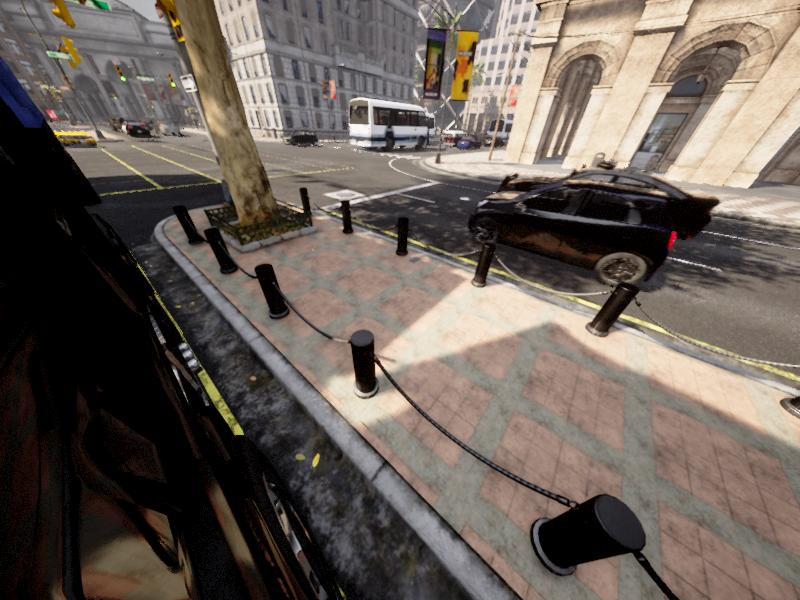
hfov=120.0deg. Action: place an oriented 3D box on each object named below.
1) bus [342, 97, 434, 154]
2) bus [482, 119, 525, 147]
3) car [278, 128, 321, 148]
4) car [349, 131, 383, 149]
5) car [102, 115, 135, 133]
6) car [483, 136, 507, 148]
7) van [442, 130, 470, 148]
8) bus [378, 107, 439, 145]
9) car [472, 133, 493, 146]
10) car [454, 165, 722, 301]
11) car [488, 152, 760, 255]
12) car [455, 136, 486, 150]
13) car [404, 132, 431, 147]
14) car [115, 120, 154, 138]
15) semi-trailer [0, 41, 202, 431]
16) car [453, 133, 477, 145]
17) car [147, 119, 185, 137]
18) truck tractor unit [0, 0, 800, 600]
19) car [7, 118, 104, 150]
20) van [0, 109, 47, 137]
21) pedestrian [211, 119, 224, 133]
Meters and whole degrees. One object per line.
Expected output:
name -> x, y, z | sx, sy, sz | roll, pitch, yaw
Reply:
bus -> -0.926, -19.344, 25.866 | 3.944, 4.253, 10.273 | 28, 44, 29
bus -> 21.696, -34.895, 48.129 | 3.944, 4.253, 10.273 | 28, 45, 30
car -> -10.937, -17.829, 25.422 | 1.789, 1.549, 3.705 | 28, 43, 29
car -> -4.013, -19.346, 27.904 | 1.789, 1.549, 3.705 | 28, 43, 29
car -> -39.961, -25.024, 32.816 | 4.605, 1.855, 1.932 | 27, 43, 30
car -> 16.123, -26.658, 39.020 | 2.007, 1.525, 4.514 | 28, 44, 30
van -> 8.699, -25.041, 35.944 | 2.069, 2.038, 4.480 | 28, 44, 30
bus -> 1.559, -27.419, 36.818 | 3.944, 4.253, 10.273 | 28, 42, 30
car -> 15.240, -29.505, 42.454 | 1.905, 1.878, 3.866 | 28, 44, 30
car -> 3.355, -1.736, 4.922 | 3.633, 1.501, 1.845 | 29, 44, 30
car -> 5.766, -3.247, 7.004 | 5.238, 1.638, 1.930 | 29, 44, 30
car -> 10.091, -22.516, 33.131 | 2.163, 1.488, 4.792 | 28, 44, 30
car -> 2.663, -24.006, 34.521 | 1.851, 1.617, 3.988 | 28, 44, 29
car -> -31.893, -20.578, 27.713 | 4.974, 1.542, 2.038 | 28, 44, 30
semi-trailer -> -8.708, -3.606, 4.207 | 14.254, 4.402, 2.717 | 28, 44, 30
car -> 12.401, -30.744, 44.104 | 2.242, 1.667, 4.611 | 28, 43, 29
car -> -31.473, -23.123, 31.066 | 5.027, 1.651, 2.152 | 28, 44, 30
truck tractor unit -> -2.645, -0.295, 0.351 | 6.516, 4.208, 3.053 | 28, 44, 30
car -> -25.204, -12.217, 16.965 | 5.366, 1.575, 1.801 | 13, 38, 14
van -> -37.965, -17.775, 23.146 | 4.480, 2.038, 2.069 | 28, 44, 29
pedestrian -> -29.406, -28.003, 37.219 | 0.751, 1.860, 0.751 | 13, 38, 14
